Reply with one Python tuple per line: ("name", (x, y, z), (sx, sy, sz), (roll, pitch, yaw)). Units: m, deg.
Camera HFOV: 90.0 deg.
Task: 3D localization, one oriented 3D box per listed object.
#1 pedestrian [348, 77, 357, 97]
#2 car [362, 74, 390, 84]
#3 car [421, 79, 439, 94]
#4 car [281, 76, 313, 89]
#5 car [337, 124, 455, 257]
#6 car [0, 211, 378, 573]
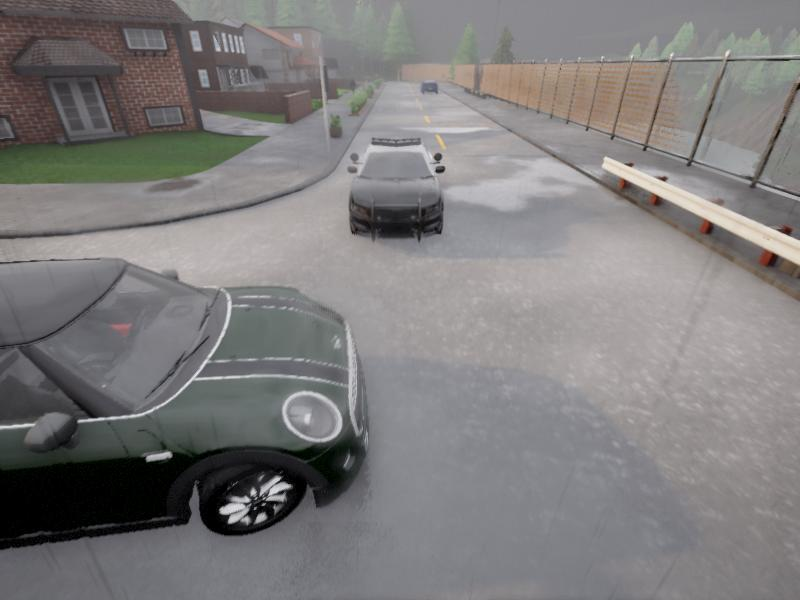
("pedestrian", (-5.020, -22.704, 42.633), (0.751, 1.860, 0.751), (-1, 30, -1))
("car", (-4.825, -44.271, 80.190), (5.027, 1.651, 2.152), (10, 32, 17))
("car", (3.668, -26.846, 50.241), (1.882, 1.535, 5.008), (0, 30, 0))
("car", (-13.630, -28.988, 53.274), (3.633, 1.501, 1.845), (0, 30, 0))
("car", (-0.080, -2.832, 9.190), (1.930, 1.638, 5.238), (0, 30, 0))
("car", (-2.580, 0.570, 3.247), (4.553, 1.767, 2.097), (-4, 31, -7))
